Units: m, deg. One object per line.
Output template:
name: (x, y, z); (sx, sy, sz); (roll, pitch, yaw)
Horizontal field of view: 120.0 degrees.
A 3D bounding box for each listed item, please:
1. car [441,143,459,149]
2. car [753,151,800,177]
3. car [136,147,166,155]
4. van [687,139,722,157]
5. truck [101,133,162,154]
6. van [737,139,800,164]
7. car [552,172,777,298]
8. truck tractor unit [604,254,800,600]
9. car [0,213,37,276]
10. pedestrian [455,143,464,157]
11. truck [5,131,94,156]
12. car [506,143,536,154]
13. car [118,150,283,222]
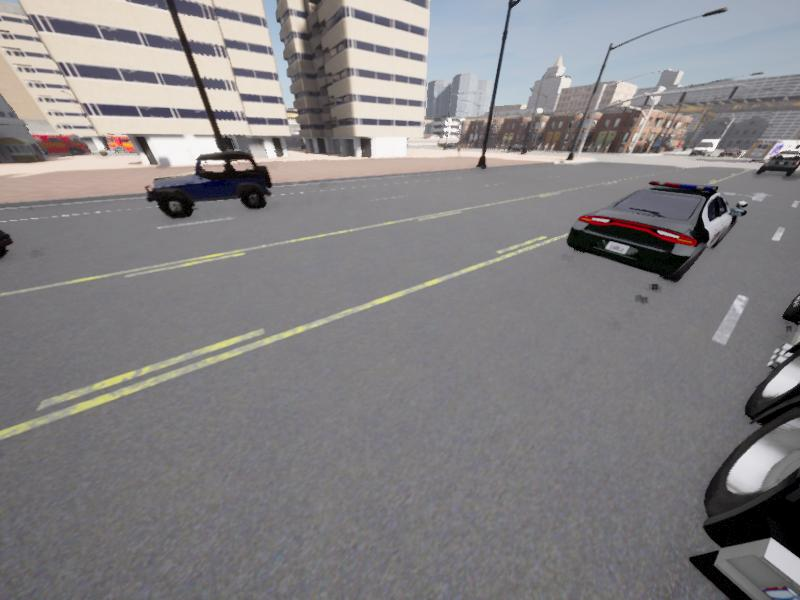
car: (14.394, -44.899, 67.267); (2.128, 1.511, 4.902); (-20, 40, -27)
car: (31.670, -11.322, 19.097); (3.988, 1.617, 1.851); (-20, 40, -27)
car: (-54.732, -32.814, 50.888); (4.193, 1.474, 1.816); (-21, 40, -28)
van: (54.783, -27.369, 41.506); (5.915, 2.561, 1.988); (-20, 40, -27)
truck: (-63.896, -37.514, 55.454); (8.468, 3.827, 2.891); (-21, 40, -28)
van: (48.653, -18.887, 29.403); (6.366, 2.431, 2.351); (2, 37, 2)
car: (6.257, -1.922, 5.462); (4.974, 1.542, 2.038); (-20, 40, -27)
truck tractor unit: (5.092, -0.320, 0.807); (6.516, 4.208, 3.053); (-19, 39, -25)
car: (-9.952, -0.757, 3.601); (3.988, 1.617, 1.851); (-20, 40, -27)
pedestrian: (9.058, -22.937, 35.341); (0.751, 1.860, 0.751); (-10, 36, -14)
truck: (-68.577, -30.934, 45.713); (8.468, 3.827, 2.891); (-21, 40, -28)
car: (25.255, -31.797, 48.423); (1.930, 1.638, 5.238); (-20, 40, -27)
car: (-6.875, -4.392, 8.596); (3.866, 1.878, 1.905); (-20, 40, -27)
